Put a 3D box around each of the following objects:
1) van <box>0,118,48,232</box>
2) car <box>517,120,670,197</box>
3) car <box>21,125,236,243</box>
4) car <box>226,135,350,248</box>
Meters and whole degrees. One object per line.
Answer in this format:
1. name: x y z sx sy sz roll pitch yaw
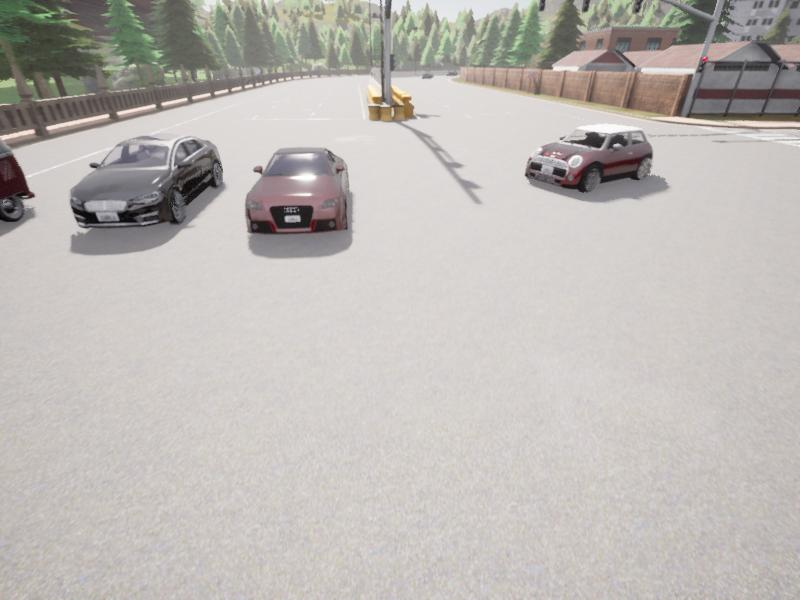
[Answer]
1. van: -9.021 -1.841 7.011 1.775 1.987 4.442 -3 31 -5
2. car: 5.663 -4.279 11.800 3.806 1.475 1.970 -17 35 -27
3. car: -5.779 -3.041 9.546 2.128 1.511 4.902 -3 31 -5
4. car: -2.211 -2.690 9.128 1.994 1.385 4.181 -3 31 -5
